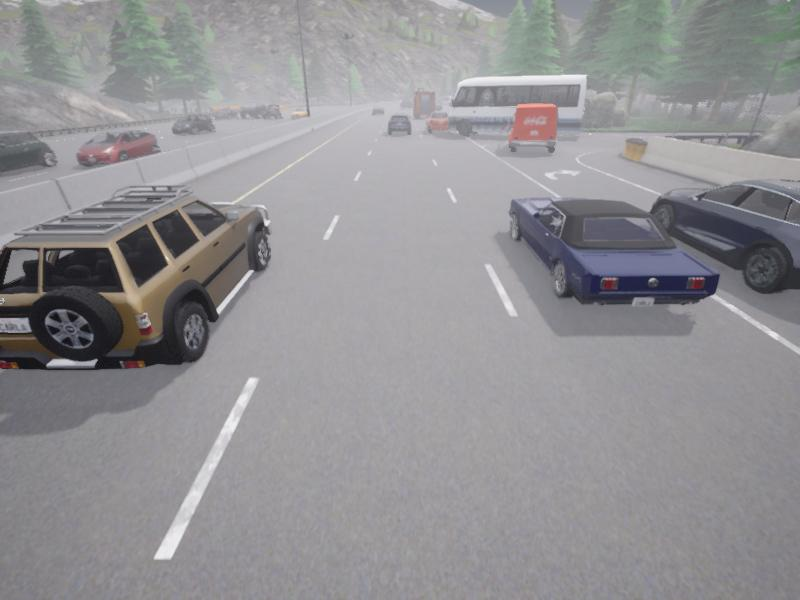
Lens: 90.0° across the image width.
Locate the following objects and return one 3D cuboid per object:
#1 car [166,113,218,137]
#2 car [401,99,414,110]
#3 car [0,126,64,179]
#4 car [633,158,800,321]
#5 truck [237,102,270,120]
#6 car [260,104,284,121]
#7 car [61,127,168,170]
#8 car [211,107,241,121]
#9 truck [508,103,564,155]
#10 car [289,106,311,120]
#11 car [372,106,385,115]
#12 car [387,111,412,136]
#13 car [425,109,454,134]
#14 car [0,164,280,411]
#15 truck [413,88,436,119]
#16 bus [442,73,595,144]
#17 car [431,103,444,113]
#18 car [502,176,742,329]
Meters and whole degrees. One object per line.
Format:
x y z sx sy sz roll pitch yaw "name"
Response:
-17.937 -15.253 34.751 1.851 1.617 3.988 5 28 9 "car"
1.750 -44.526 91.058 2.150 2.045 5.566 4 28 9 "car"
-17.515 -6.340 17.189 2.097 1.767 4.553 0 27 0 "car"
6.992 -1.519 7.733 2.033 1.649 4.856 0 27 0 "car"
-21.061 -27.352 57.792 2.390 2.098 6.274 0 27 0 "truck"
-17.558 -25.781 54.933 1.905 1.878 3.866 0 27 0 "car"
-14.018 -7.684 20.065 2.007 1.525 4.514 0 27 0 "car"
-24.558 -26.395 56.688 2.128 1.511 4.902 0 27 0 "car"
7.979 -10.343 23.978 2.627 2.467 5.204 5 28 14 "truck"
-14.058 -26.450 56.551 1.801 1.575 5.366 0 27 0 "car"
-3.569 -31.940 67.415 1.895 1.301 4.718 0 27 0 "car"
-0.034 -15.443 34.915 2.033 1.649 4.856 0 28 0 "car"
3.462 -15.954 35.688 2.097 1.767 4.553 0 27 0 "car"
-3.503 -0.687 5.949 1.932 1.855 4.605 0 27 0 "car"
3.440 -28.794 58.461 2.891 3.827 8.468 0 27 0 "truck"
8.776 -14.742 30.658 10.273 4.253 3.944 12 33 22 "bus"
7.069 -36.505 76.004 2.163 1.488 4.792 1 27 3 "car"
3.494 -1.239 7.589 1.895 1.301 4.718 0 27 0 "car"
